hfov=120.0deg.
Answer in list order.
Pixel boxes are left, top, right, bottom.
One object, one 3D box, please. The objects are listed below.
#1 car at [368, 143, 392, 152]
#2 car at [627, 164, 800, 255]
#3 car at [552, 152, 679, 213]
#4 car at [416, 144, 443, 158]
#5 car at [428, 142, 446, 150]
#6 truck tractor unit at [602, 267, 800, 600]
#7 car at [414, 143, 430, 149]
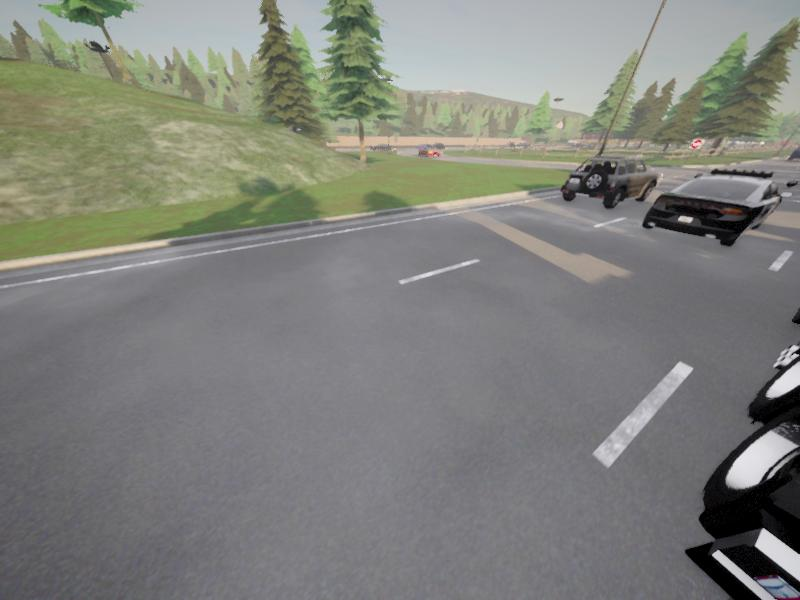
[{"bbox_3d":[-4.573,-36.063,54.503,5.238,1.638,1.930,-18,39,-24],"label":"car"},{"bbox_3d":[9.659,-2.984,6.945,5.238,1.638,1.930,-18,39,-24],"label":"car"},{"bbox_3d":[9.251,-5.249,9.997,4.605,1.855,1.932,-18,39,-24],"label":"car"},{"bbox_3d":[4.532,-23.338,36.208,2.242,1.667,4.611,-12,37,-17],"label":"car"},{"bbox_3d":[10.273,-43.298,64.828,4.605,1.855,1.932,-18,39,-24],"label":"car"},{"bbox_3d":[5.112,-0.301,0.775,6.516,4.208,3.053,-18,39,-24],"label":"truck tractor unit"},{"bbox_3d":[6.722,-46.577,69.896,4.514,1.525,2.007,-18,39,-24],"label":"car"}]
